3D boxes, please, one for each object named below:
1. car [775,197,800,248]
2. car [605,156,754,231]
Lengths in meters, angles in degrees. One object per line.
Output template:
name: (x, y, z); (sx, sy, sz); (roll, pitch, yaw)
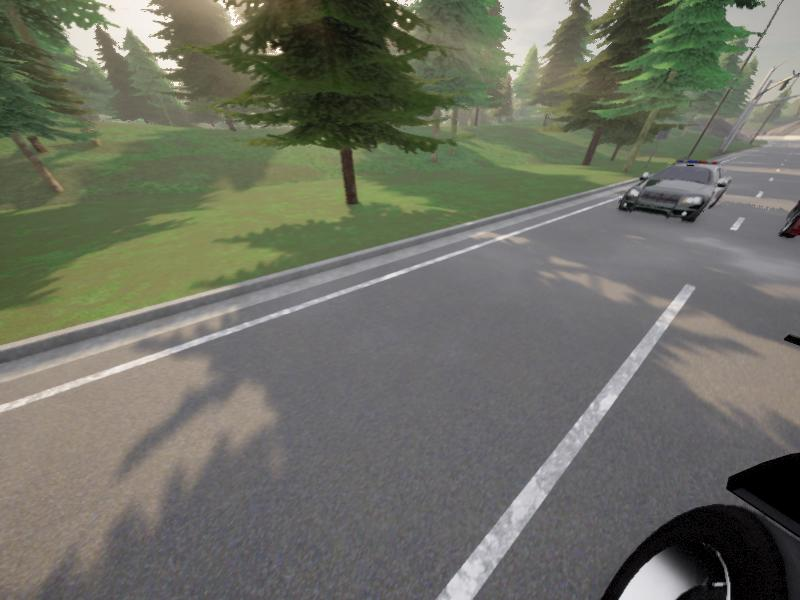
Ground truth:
car: (11.783, -2.239, 5.758); (4.181, 1.385, 1.994); (-22, 41, -28)
car: (9.732, -3.933, 8.036); (4.974, 1.542, 2.038); (-22, 41, -28)
